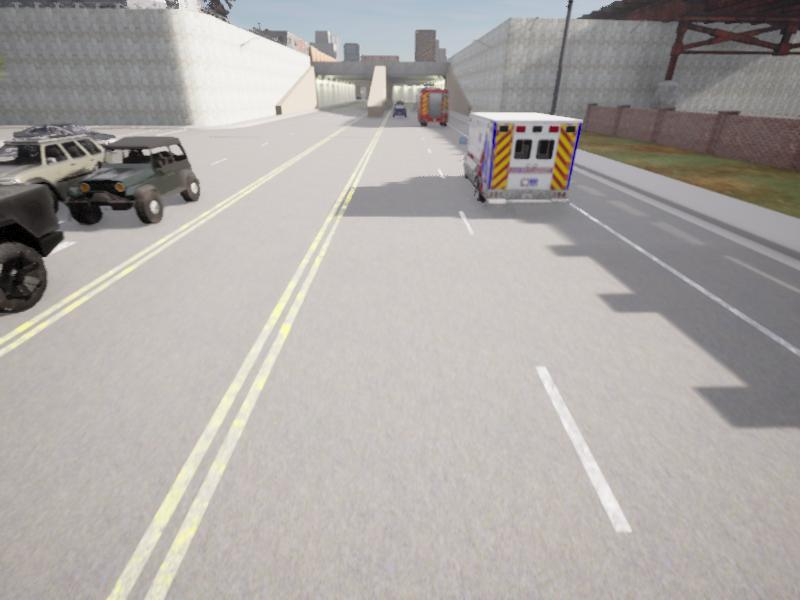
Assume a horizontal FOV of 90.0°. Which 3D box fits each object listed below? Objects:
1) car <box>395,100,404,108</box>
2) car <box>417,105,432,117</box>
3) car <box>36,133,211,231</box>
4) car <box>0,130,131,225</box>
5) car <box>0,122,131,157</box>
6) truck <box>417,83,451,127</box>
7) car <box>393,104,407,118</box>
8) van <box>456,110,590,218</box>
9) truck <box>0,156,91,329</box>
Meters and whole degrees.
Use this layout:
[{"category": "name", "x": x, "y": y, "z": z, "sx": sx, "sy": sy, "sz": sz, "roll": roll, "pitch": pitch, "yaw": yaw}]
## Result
[{"category": "car", "x": -0.050, "y": -43.221, "z": 88.267, "sx": 1.882, "sy": 1.535, "sz": 5.008, "roll": 0, "pitch": 27, "yaw": 0}, {"category": "car", "x": 3.464, "y": -27.428, "z": 57.938, "sx": 1.812, "sy": 1.442, "sz": 4.674, "roll": 0, "pitch": 27, "yaw": 0}, {"category": "car", "x": -7.123, "y": -3.393, "z": 10.977, "sx": 1.905, "sy": 1.878, "sz": 3.866, "roll": 0, "pitch": 27, "yaw": -1}, {"category": "car", "x": -10.394, "y": -3.765, "z": 11.675, "sx": 1.932, "sy": 1.855, "sz": 4.605, "roll": -1, "pitch": 27, "yaw": -3}, {"category": "car", "x": -17.542, "y": -8.502, "z": 21.139, "sx": 4.902, "sy": 1.511, "sz": 2.128, "roll": 0, "pitch": 27, "yaw": 0}, {"category": "truck", "x": 3.481, "y": -21.095, "z": 43.136, "sx": 2.891, "sy": 3.827, "sz": 8.468, "roll": 0, "pitch": 27, "yaw": 0}, {"category": "car", "x": -0.035, "y": -26.231, "z": 55.492, "sx": 1.882, "sy": 1.535, "sz": 5.008, "roll": 0, "pitch": 27, "yaw": 0}, {"category": "van", "x": 3.487, "y": -4.792, "z": 13.202, "sx": 2.351, "sy": 2.431, "sz": 6.366, "roll": 0, "pitch": 27, "yaw": 0}, {"category": "truck", "x": -6.923, "y": 0.052, "z": 4.112, "sx": 2.390, "sy": 2.098, "sz": 6.274, "roll": 1, "pitch": 27, "yaw": 1}]
